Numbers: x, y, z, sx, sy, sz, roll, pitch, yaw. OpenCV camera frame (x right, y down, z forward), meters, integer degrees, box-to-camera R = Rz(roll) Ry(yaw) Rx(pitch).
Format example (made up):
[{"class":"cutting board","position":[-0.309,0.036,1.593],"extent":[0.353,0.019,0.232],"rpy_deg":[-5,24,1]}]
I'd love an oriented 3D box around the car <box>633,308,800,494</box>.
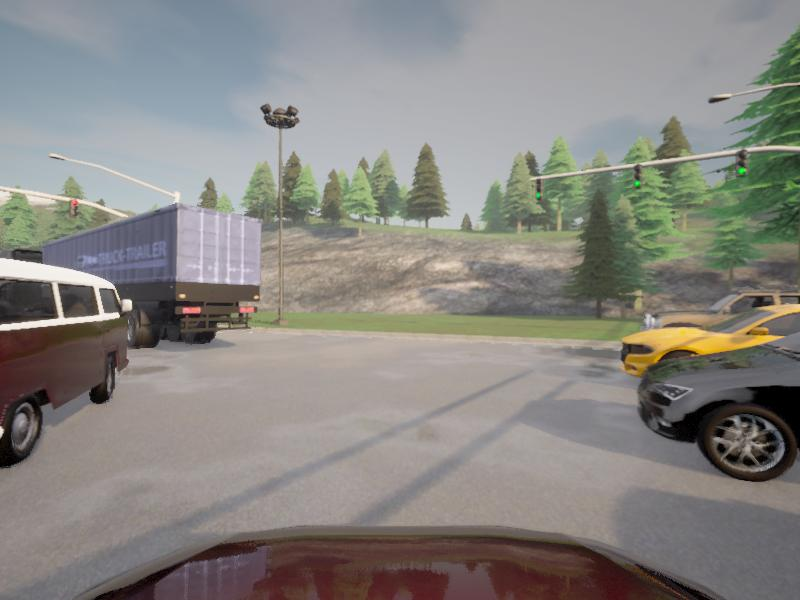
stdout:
[{"class":"car","position":[4.561,0.844,3.590],"extent":[4.193,1.474,1.816],"rpy_deg":[0,0,28]}]

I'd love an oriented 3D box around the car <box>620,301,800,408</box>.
[{"class":"car","position":[6.474,0.805,6.550],"extent":[5.008,1.535,1.882],"rpy_deg":[0,0,28]}]

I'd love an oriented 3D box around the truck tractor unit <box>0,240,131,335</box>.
[{"class":"truck tractor unit","position":[-17.356,-0.585,20.058],"extent":[6.516,4.208,3.053],"rpy_deg":[0,0,19]}]

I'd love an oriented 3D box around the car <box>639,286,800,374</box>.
[{"class":"car","position":[8.420,0.627,9.488],"extent":[4.605,1.855,1.932],"rpy_deg":[0,0,28]}]

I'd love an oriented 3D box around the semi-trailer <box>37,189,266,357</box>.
[{"class":"semi-trailer","position":[-10.753,-0.678,15.839],"extent":[14.254,4.402,2.717],"rpy_deg":[0,-1,37]}]

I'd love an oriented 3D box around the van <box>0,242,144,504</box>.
[{"class":"van","position":[-4.827,0.556,4.768],"extent":[2.069,2.038,4.480],"rpy_deg":[0,0,-20]}]
